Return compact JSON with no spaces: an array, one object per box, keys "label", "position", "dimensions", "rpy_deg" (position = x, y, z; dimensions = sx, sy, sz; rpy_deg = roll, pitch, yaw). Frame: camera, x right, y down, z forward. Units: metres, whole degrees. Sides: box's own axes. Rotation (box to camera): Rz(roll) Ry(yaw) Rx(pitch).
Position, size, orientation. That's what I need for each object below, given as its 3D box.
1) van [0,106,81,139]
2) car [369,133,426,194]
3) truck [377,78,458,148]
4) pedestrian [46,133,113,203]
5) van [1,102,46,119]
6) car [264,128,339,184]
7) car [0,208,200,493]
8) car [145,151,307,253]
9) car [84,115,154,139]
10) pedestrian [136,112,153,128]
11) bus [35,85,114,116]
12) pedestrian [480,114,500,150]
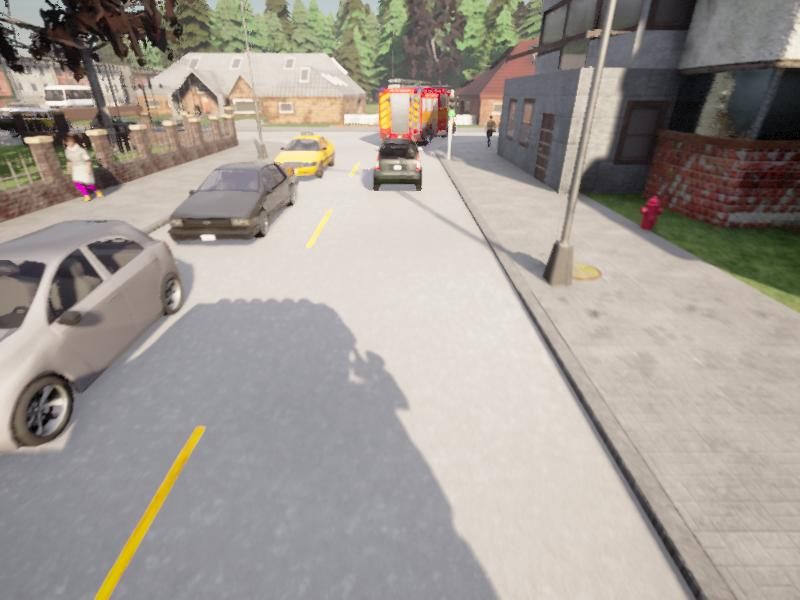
[{"label":"van","position":[-27.305,-13.321,30.024],"dimensions":[4.480,2.038,2.069],"rpy_deg":[1,27,0]},{"label":"car","position":[-0.066,-5.244,15.033],"dimensions":[1.851,1.617,3.988],"rpy_deg":[0,27,0]},{"label":"truck","position":[1.510,-13.148,27.961],"dimensions":[2.891,3.827,8.468],"rpy_deg":[10,29,19]},{"label":"pedestrian","position":[-9.364,-3.876,11.754],"dimensions":[0.751,1.860,0.751],"rpy_deg":[0,27,0]},{"label":"van","position":[-53.380,-26.931,56.801],"dimensions":[1.775,1.987,4.442],"rpy_deg":[0,27,0]},{"label":"car","position":[-3.952,-6.325,17.131],"dimensions":[1.801,1.575,5.366],"rpy_deg":[0,27,0]},{"label":"car","position":[-4.179,0.141,4.638],"dimensions":[1.845,1.501,3.633],"rpy_deg":[-1,27,-2]},{"label":"car","position":[-4.074,-2.872,10.634],"dimensions":[2.033,1.411,5.357],"rpy_deg":[0,27,-1]},{"label":"car","position":[-21.083,-13.070,30.153],"dimensions":[3.633,1.501,1.845],"rpy_deg":[0,27,0]},{"label":"pedestrian","position":[-23.770,-16.724,37.195],"dimensions":[0.751,1.300,0.751],"rpy_deg":[0,27,0]},{"label":"bus","position":[-53.242,-32.977,66.055],"dimensions":[3.944,4.253,10.273],"rpy_deg":[0,27,0]},{"label":"pedestrian","position":[5.267,-9.878,23.488],"dimensions":[0.751,1.860,0.751],"rpy_deg":[18,32,31]}]
